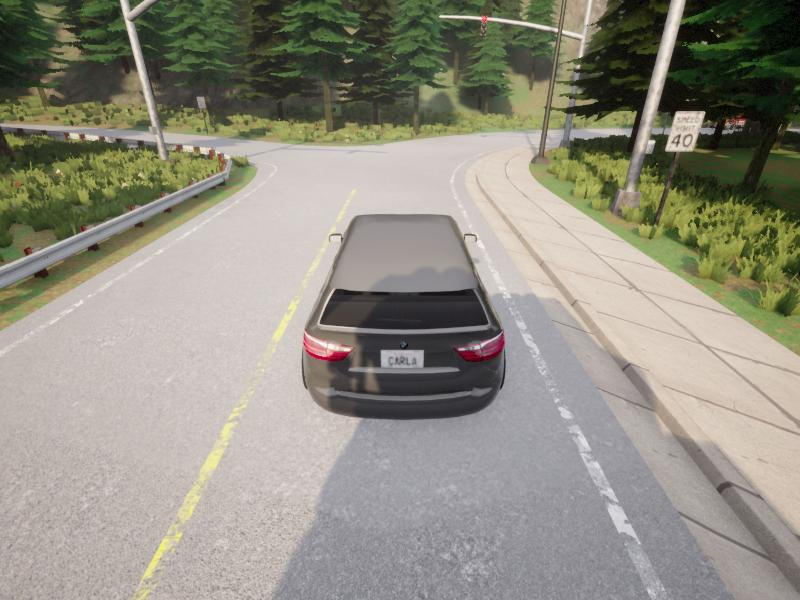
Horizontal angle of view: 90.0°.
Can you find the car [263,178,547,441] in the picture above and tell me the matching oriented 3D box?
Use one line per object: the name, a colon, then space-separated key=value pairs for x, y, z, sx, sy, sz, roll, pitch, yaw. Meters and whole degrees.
car: x=0.043 y=-0.415 z=5.590 sx=2.242 sy=1.667 sz=4.611 roll=0 pitch=27 yaw=0
